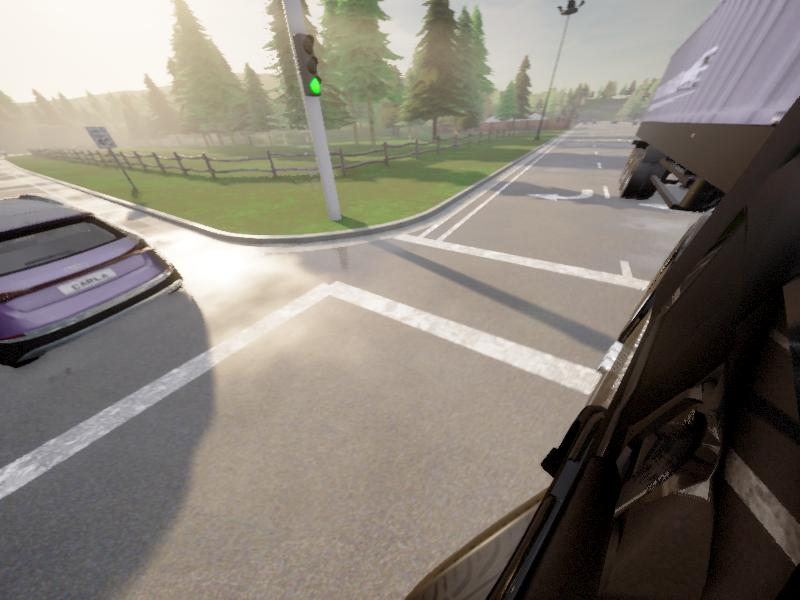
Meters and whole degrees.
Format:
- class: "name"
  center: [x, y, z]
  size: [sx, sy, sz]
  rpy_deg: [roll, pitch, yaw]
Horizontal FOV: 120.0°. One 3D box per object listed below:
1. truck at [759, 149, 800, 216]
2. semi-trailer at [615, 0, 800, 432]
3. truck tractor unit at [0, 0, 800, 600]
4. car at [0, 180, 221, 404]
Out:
- class: "truck"
  center: [10.993, -2.471, 4.219]
  size: [2.627, 2.467, 5.204]
  rpy_deg: [19, 42, 27]
- class: "semi-trailer"
  center: [7.618, -4.167, 5.068]
  size: [2.717, 4.402, 14.254]
  rpy_deg: [22, 43, 29]
- class: "truck tractor unit"
  center: [2.645, -0.295, 0.351]
  size: [6.516, 4.208, 3.053]
  rpy_deg: [-28, 44, -30]
- class: "car"
  center: [-5.703, -0.622, 3.495]
  size: [4.856, 1.649, 2.033]
  rpy_deg: [12, 40, 19]
